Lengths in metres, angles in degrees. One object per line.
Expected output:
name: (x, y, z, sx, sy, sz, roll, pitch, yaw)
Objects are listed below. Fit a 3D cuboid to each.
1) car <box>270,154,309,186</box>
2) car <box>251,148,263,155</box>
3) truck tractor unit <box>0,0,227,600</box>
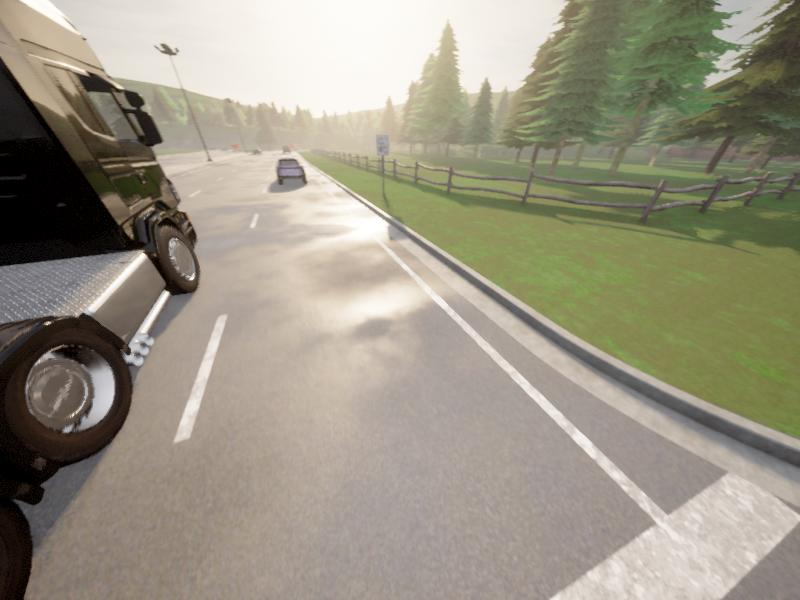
car: (-8.306, -9.902, 17.399, 2.033, 1.649, 4.856, -13, 36, -19)
car: (-37.014, -38.604, 59.971, 1.837, 1.490, 4.892, -12, 36, -18)
truck tractor unit: (-4.238, -0.744, 1.453, 3.053, 4.208, 6.516, -14, 37, -20)
